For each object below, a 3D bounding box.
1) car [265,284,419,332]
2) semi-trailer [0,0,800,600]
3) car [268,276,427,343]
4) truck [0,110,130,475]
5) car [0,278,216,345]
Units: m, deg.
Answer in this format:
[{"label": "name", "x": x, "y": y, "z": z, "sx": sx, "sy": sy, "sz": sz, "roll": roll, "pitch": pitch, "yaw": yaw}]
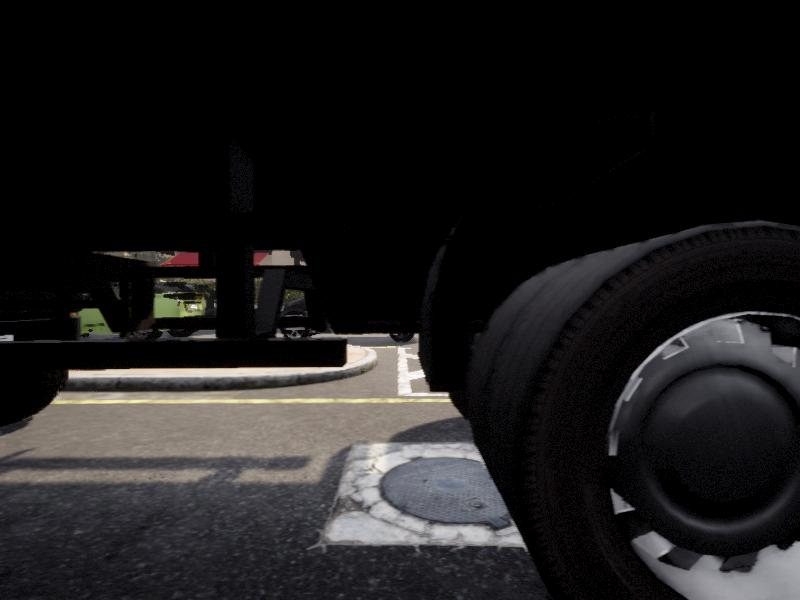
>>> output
[{"label": "car", "x": -1.855, "y": 0.256, "z": 13.698, "sx": 4.892, "sy": 1.490, "sz": 1.837, "roll": 0, "pitch": 0, "yaw": 0}, {"label": "semi-trailer", "x": 4.682, "y": -1.231, "z": 2.224, "sx": 14.254, "sy": 4.402, "sz": 2.717, "roll": 0, "pitch": 0, "yaw": 0}, {"label": "car", "x": -1.223, "y": 0.223, "z": 10.199, "sx": 3.705, "sy": 1.549, "sz": 1.789, "roll": 0, "pitch": 0, "yaw": 0}, {"label": "truck", "x": -5.434, "y": -0.035, "z": 2.199, "sx": 6.274, "sy": 2.098, "sz": 2.390, "roll": 0, "pitch": 0, "yaw": 0}, {"label": "car", "x": -7.406, "y": 0.260, "z": 10.195, "sx": 4.514, "sy": 1.525, "sz": 2.007, "roll": 0, "pitch": 0, "yaw": 0}]
